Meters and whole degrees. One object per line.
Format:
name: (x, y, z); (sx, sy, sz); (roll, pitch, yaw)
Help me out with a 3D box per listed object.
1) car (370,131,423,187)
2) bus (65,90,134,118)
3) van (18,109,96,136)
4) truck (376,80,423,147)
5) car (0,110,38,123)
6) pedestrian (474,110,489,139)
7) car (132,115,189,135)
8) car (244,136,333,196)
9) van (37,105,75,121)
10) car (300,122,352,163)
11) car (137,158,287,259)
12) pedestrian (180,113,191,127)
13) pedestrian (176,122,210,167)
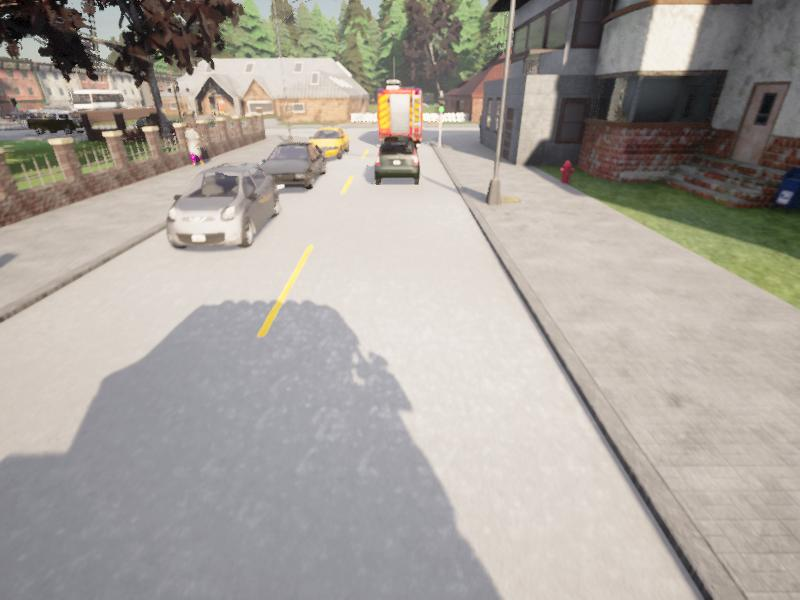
car: (-0.079, -5.799, 16.164); (1.851, 1.617, 3.988); (0, 27, 1)
bus: (-53.157, -35.058, 71.330); (3.944, 4.253, 10.273); (0, 27, 0)
van: (-30.050, -15.624, 35.156); (4.480, 2.038, 2.069); (0, 27, 0)
truck: (0.117, -13.620, 28.960); (2.891, 3.827, 8.468); (0, 27, 2)
car: (-53.298, -25.610, 55.882); (1.845, 1.501, 3.633); (0, 27, 0)
pedestrian: (5.931, -12.835, 29.214); (0.751, 1.860, 0.751); (13, 30, 24)
car: (-21.034, -15.429, 35.243); (3.633, 1.501, 1.845); (0, 27, 0)
car: (-4.048, -5.380, 15.627); (2.033, 1.411, 5.357); (-1, 27, 0)
van: (-53.298, -29.023, 62.069); (1.775, 1.987, 4.442); (0, 27, 0)
car: (-3.920, -8.824, 22.128); (1.801, 1.575, 5.366); (0, 27, 1)
car: (-4.162, -2.374, 9.628); (1.845, 1.501, 3.633); (-1, 27, -1)
pedestrian: (-22.770, -19.144, 42.466); (0.751, 1.300, 0.751); (-14, 30, -24)
pedestrian: (-9.353, -7.034, 18.119); (0.751, 1.860, 0.751); (0, 27, 0)
